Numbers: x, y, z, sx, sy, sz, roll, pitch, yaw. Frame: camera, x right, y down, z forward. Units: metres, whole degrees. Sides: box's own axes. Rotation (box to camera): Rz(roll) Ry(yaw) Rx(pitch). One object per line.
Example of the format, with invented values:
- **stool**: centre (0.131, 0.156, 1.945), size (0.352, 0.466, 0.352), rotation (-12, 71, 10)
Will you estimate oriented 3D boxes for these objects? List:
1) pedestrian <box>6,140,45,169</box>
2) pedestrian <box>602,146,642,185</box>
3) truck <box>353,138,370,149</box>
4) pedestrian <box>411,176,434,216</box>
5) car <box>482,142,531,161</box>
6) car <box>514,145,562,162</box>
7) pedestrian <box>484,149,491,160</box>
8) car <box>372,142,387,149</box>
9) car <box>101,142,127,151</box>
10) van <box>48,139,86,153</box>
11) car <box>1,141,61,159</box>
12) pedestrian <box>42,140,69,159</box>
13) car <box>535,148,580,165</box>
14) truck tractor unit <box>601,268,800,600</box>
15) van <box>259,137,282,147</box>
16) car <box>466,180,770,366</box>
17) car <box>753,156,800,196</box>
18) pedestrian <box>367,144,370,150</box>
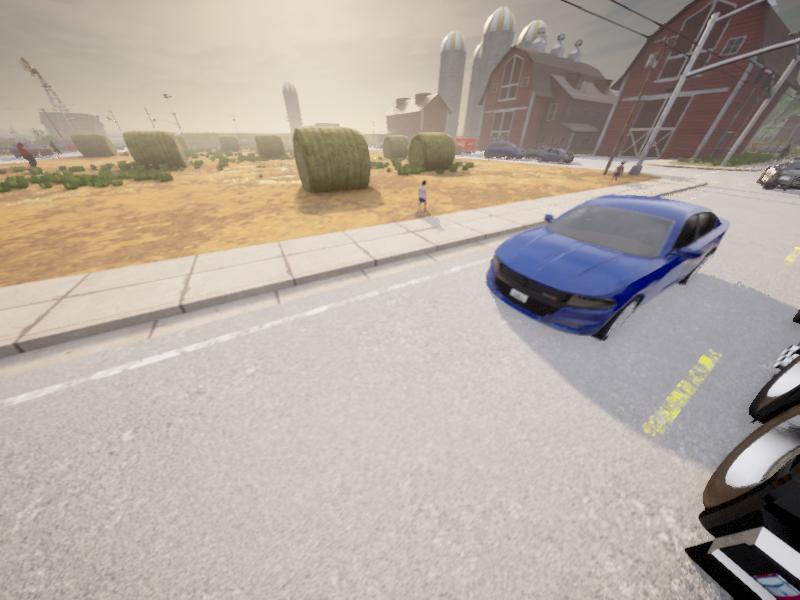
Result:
- **pedestrian**: centre (-29.446, -11.439, 18.201), size (0.751, 1.860, 0.751), rotation (29, 44, 35)
- **pedestrian**: centre (12.521, -7.606, 13.072), size (0.751, 1.860, 0.751), rotation (-21, 40, -28)
- **truck**: centre (-10.921, -44.552, 65.703), size (2.627, 2.467, 5.204), rotation (-19, 39, -25)
- **pedestrian**: centre (0.734, -3.424, 7.638), size (0.500, 1.100, 0.500), rotation (23, 41, 29)
- **car**: centre (14.333, -20.317, 31.464), size (2.150, 2.045, 5.566), rotation (-19, 39, -25)
- **car**: centre (18.554, -19.995, 31.393), size (2.152, 1.651, 5.027), rotation (-19, 39, -25)
- **pedestrian**: centre (10.759, -17.817, 28.364), size (0.500, 1.100, 0.500), rotation (23, 41, 29)
- **car**: centre (-5.646, -43.035, 64.351), size (2.038, 1.542, 4.974), rotation (-19, 39, -25)
- **car**: centre (-59.911, -32.181, 48.473), size (1.970, 1.475, 3.806), rotation (-16, 38, -22)
- **van**: centre (-59.484, -27.582, 41.347), size (1.775, 1.987, 4.442), rotation (-16, 38, -22)
- **car**: centre (-48.868, -20.051, 30.784), size (2.097, 1.767, 4.553), rotation (-16, 38, -22)
- **pedestrian**: centre (-40.731, -17.878, 27.359), size (0.751, 1.860, 0.751), rotation (-12, 37, -17)
- **car**: centre (18.012, -16.593, 26.587), size (1.845, 1.501, 3.633), rotation (-19, 39, -25)
- **truck tractor unit**: centre (5.117, -0.295, 0.773), size (6.516, 4.208, 3.053), rotation (-18, 39, -24)
- **van**: centre (-41.515, -50.768, 74.340), size (5.915, 2.561, 1.988), rotation (-18, 39, -25)
- **car**: centre (3.831, -0.991, 4.108), size (5.008, 1.535, 1.882), rotation (-18, 39, -24)
- **car**: centre (22.308, -7.010, 12.895), size (4.974, 1.542, 2.038), rotation (-28, 43, -34)
- **pedestrian**: centre (-7.400, -35.542, 53.680), size (0.500, 1.100, 0.500), rotation (-19, 39, -26)
